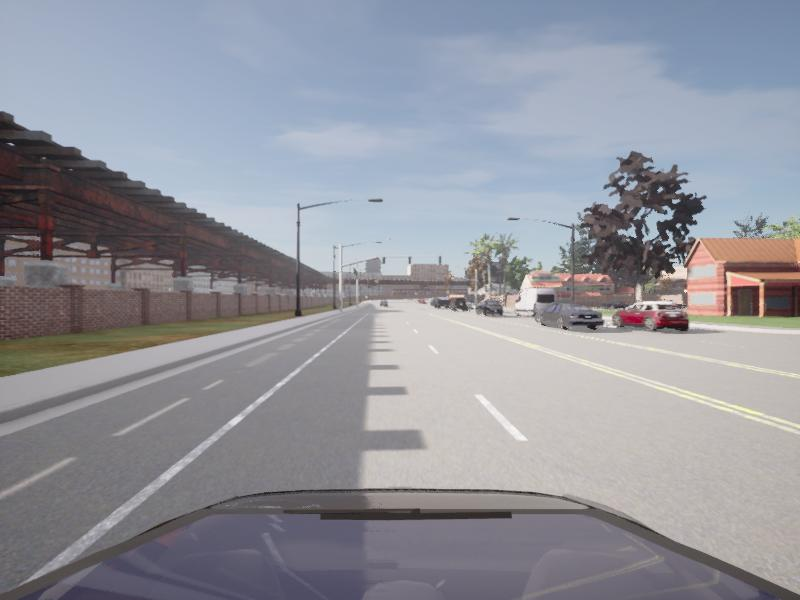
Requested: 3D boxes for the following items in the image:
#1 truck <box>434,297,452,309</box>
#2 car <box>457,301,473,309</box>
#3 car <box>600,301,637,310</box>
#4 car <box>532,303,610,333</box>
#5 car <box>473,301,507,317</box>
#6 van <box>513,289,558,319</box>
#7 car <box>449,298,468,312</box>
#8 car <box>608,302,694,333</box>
[{"bbox_3d":[7.595,0.516,71.490,2.390,2.098,6.274,0,0,-2],"label":"truck"},{"bbox_3d":[11.186,0.830,69.160,1.970,1.475,3.806,0,0,-2],"label":"car"},{"bbox_3d":[33.722,0.849,61.807,4.892,1.490,1.837,0,0,-4],"label":"car"},{"bbox_3d":[9.348,0.894,22.479,2.033,1.411,5.357,0,0,-1],"label":"car"},{"bbox_3d":[8.799,0.837,39.694,2.128,1.511,4.902,0,0,-2],"label":"car"},{"bbox_3d":[12.389,0.324,37.088,1.988,2.561,5.915,0,0,-2],"label":"van"},{"bbox_3d":[8.180,0.645,56.061,1.905,1.878,3.866,0,0,-2],"label":"car"},{"bbox_3d":[13.100,0.855,21.167,1.970,1.475,3.806,0,0,-4],"label":"car"}]
